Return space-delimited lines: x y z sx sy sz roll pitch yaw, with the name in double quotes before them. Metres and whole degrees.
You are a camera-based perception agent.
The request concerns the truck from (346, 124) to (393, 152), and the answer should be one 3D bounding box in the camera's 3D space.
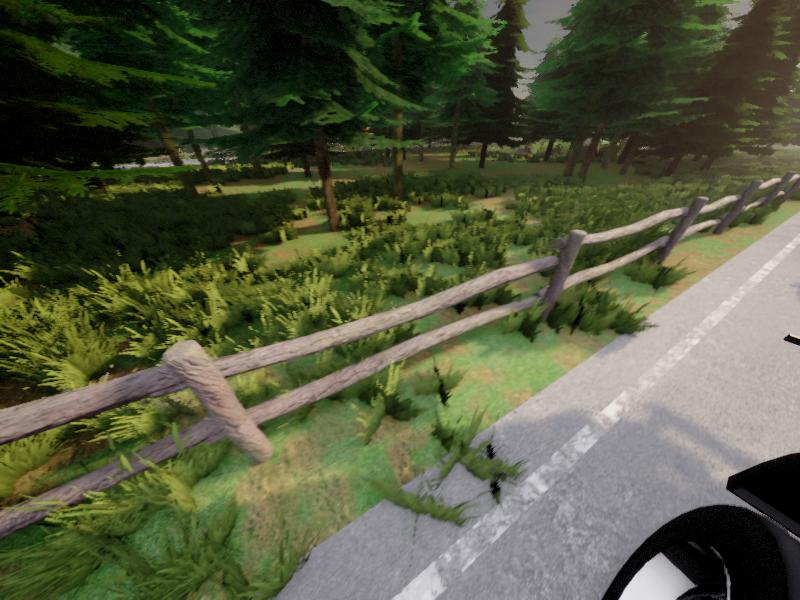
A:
"truck" -5.259 -29.307 41.873 2.891 3.827 8.468 25 43 31
